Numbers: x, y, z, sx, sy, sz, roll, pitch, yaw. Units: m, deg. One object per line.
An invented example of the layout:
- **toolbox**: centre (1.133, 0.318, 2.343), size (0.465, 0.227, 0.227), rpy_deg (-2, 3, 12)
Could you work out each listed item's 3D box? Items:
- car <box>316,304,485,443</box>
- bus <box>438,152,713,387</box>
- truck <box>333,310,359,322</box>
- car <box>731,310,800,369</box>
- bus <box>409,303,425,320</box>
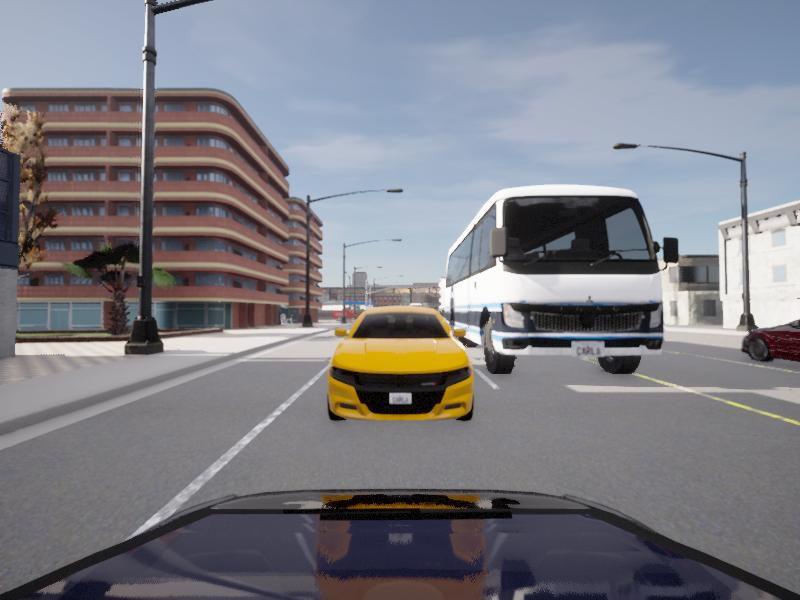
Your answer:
- **car**: centre (0.010, 0.847, 6.963), size (1.882, 1.535, 5.008), rpy_deg (0, 0, 0)
- **bus**: centre (3.637, -0.432, 12.359), size (3.944, 4.253, 10.273), rpy_deg (0, -1, 0)
- **truck**: centre (-11.322, 3.303, 84.026), size (5.204, 2.467, 2.627), rpy_deg (0, -2, -1)
- **car**: centre (10.512, 0.958, 9.417), size (1.994, 1.385, 4.181), rpy_deg (0, -1, 0)
- **bus**: centre (4.411, 3.098, 107.864), size (3.944, 4.253, 10.273), rpy_deg (0, -2, 0)
